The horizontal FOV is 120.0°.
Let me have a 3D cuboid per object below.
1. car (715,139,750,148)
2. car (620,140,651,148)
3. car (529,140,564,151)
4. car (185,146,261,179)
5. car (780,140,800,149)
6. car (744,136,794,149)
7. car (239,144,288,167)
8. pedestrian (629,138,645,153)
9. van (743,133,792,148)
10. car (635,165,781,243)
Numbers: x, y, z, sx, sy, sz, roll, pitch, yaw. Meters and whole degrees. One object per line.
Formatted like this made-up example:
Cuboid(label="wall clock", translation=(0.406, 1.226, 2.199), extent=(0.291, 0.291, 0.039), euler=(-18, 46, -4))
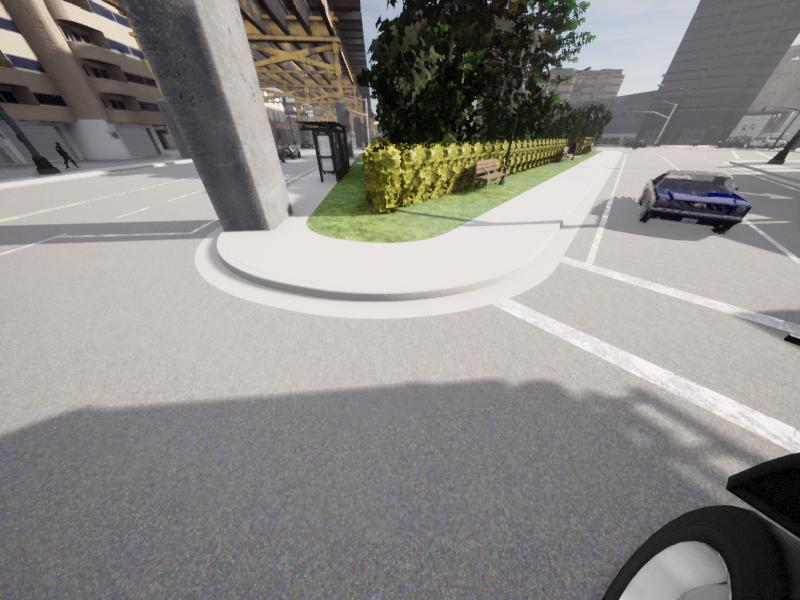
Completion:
Cuboid(label="car", translation=(68.868, -32.333, 47.836), extent=(4.193, 1.474, 1.816), euler=(-3, 35, -4))
Cuboid(label="car", translation=(51.598, -34.328, 50.788), extent=(2.163, 1.488, 4.792), euler=(3, 35, 4))
Cuboid(label="car", translation=(26.570, -28.104, 42.038), extent=(4.902, 1.511, 2.128), euler=(-3, 35, -4))
Cuboid(label="car", translation=(-12.412, -10.107, 16.755), extent=(1.930, 1.638, 5.238), euler=(-3, 35, -4))
Cuboid(label="car", translation=(78.998, -30.840, 45.687), extent=(4.193, 1.474, 1.816), euler=(-3, 35, -4))
Cuboid(label="car", translation=(71.850, -30.704, 45.034), extent=(5.566, 2.045, 2.150), euler=(-3, 35, -4))
Cuboid(label="car", translation=(-13.028, -14.151, 22.469), extent=(2.152, 1.651, 5.027), euler=(-3, 35, -4))
Cuboid(label="pedestrian", translation=(36.828, -24.081, 35.974), extent=(0.751, 1.860, 0.751), euler=(-4, 36, -6))
Cuboid(label="van", translation=(76.319, -33.157, 48.043), extent=(5.915, 2.561, 1.988), euler=(-3, 35, -4))
Cuboid(label="car", translation=(9.279, -3.401, 7.510), extent=(1.895, 1.301, 4.718), euler=(25, 43, 31))
